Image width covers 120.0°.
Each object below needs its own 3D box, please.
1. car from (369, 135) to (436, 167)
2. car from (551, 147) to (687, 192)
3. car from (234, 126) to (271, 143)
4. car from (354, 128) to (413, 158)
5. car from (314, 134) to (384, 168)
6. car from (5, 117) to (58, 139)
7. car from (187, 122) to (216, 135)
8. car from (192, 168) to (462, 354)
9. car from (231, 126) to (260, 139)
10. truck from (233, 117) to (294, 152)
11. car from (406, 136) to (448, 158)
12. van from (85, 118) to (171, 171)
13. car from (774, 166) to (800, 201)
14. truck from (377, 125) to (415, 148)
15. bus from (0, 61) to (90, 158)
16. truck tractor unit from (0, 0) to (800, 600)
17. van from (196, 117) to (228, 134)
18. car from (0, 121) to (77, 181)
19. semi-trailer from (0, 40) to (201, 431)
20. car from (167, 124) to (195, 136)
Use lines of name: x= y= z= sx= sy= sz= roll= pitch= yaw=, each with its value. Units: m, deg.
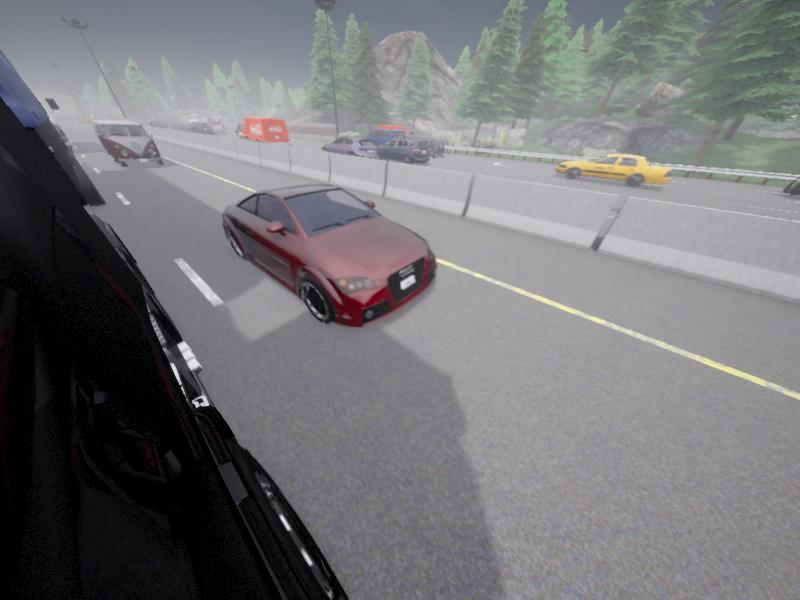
car: x=0.085 y=-11.416 z=17.593 sx=4.611 sy=1.667 sz=2.242 roll=28 pitch=43 yaw=30
car: x=12.220 y=-7.693 z=13.407 sx=5.366 sy=1.575 sz=1.801 roll=28 pitch=43 yaw=30
car: x=-19.329 y=-21.598 z=30.159 sx=5.366 sy=1.575 sz=1.801 roll=28 pitch=43 yaw=30
car: x=-1.699 y=-15.230 z=22.295 sx=5.566 sy=2.045 sz=2.150 roll=28 pitch=44 yaw=30
car: x=-3.625 y=-10.633 z=16.351 sx=4.856 sy=1.649 sz=2.033 roll=28 pitch=43 yaw=30
car: x=-38.064 y=-17.906 z=23.984 sx=4.611 sy=1.667 sz=2.242 roll=28 pitch=43 yaw=30
car: x=-34.206 y=-29.460 z=39.735 sx=4.611 sy=1.667 sz=2.242 roll=28 pitch=43 yaw=30
car: x=-1.412 y=-1.190 z=4.023 sx=4.181 sy=1.385 sz=1.994 roll=28 pitch=43 yaw=30
car: x=-25.119 y=-27.326 z=37.574 sx=4.892 sy=1.490 sz=1.837 roll=28 pitch=44 yaw=29
truck: x=-13.126 y=-15.977 z=22.251 sx=5.204 sy=2.467 sz=2.627 roll=28 pitch=44 yaw=30
car: x=2.670 y=-15.452 z=23.263 sx=3.705 sy=1.549 sz=1.789 roll=28 pitch=43 yaw=30
van: x=-14.544 y=-8.375 z=12.350 sx=4.442 sy=1.987 sz=1.775 roll=28 pitch=44 yaw=30
car: x=22.217 y=-5.112 z=10.589 sx=4.974 sy=1.542 sz=2.038 roll=28 pitch=43 yaw=30
truck: x=-0.524 y=-23.270 z=32.813 sx=2.627 sy=2.467 sz=5.204 roll=27 pitch=43 yaw=29
bus: x=-25.772 y=-12.585 z=15.425 sx=10.273 sy=4.253 sz=3.944 roll=28 pitch=43 yaw=30
truck tractor unit: x=-2.645 y=-0.295 z=0.351 sx=6.516 sy=4.208 sz=3.053 roll=28 pitch=44 yaw=30
van: x=-36.141 y=-33.515 z=44.429 sx=6.366 sy=2.431 sz=2.351 roll=28 pitch=43 yaw=30
car: x=-16.452 y=-6.581 z=9.988 sx=4.553 sy=1.767 sz=2.097 roll=28 pitch=43 yaw=30
semi-trailer: x=-8.683 y=-3.602 z=4.261 sx=14.254 sy=4.402 sz=2.717 roll=28 pitch=44 yaw=30
car: x=-34.339 y=-26.688 z=36.258 sx=4.181 sy=1.385 sz=1.994 roll=28 pitch=43 yaw=30
